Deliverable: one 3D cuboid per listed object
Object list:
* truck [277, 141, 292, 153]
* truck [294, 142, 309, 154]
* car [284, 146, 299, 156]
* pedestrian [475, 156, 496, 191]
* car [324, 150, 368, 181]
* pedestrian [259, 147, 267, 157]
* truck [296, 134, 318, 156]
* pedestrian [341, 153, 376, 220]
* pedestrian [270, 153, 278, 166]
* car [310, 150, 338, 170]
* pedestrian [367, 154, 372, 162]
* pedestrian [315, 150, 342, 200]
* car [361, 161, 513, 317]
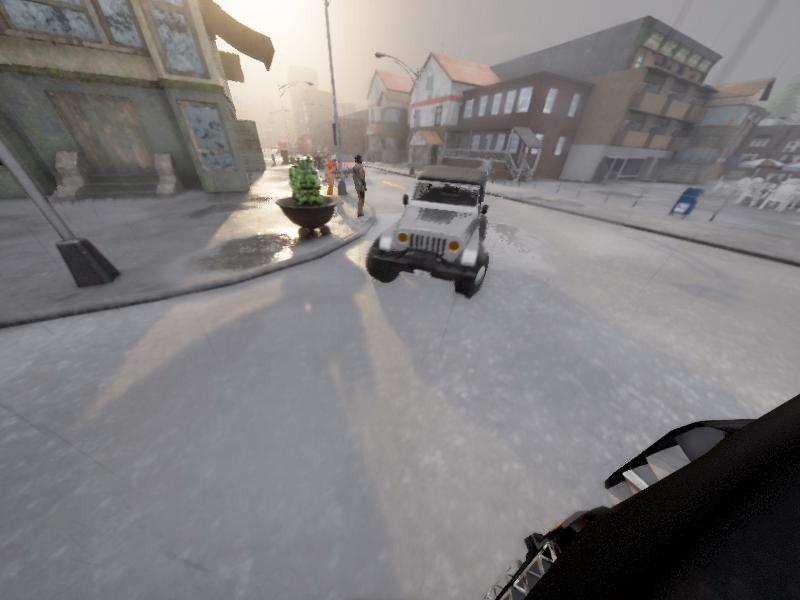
[{"bbox_3d":[-30.880,-40.900,61.760,2.627,2.467,5.204,-14,37,-23],"label":"truck"},{"bbox_3d":[-26.285,-40.625,61.660,2.627,2.467,5.204,-14,37,-23],"label":"truck"},{"bbox_3d":[-23.370,-32.055,49.693,2.038,1.542,4.974,-14,37,-23],"label":"car"},{"bbox_3d":[5.388,-7.997,14.582,0.751,1.860,0.751,17,36,21],"label":"pedestrian"},{"bbox_3d":[-4.424,-10.900,18.611,2.097,1.767,4.553,-14,37,-23],"label":"car"},{"bbox_3d":[-23.059,-24.954,38.900,0.751,1.300,0.751,-24,42,-34],"label":"pedestrian"},{"bbox_3d":[-21.658,-36.032,53.762,2.891,3.827,8.468,-14,37,-23],"label":"truck"},{"bbox_3d":[-1.348,-3.751,7.667,0.751,1.860,0.751,-19,39,-30],"label":"pedestrian"},{"bbox_3d":[-13.382,-14.895,24.462,0.500,1.100,0.500,-13,37,-23],"label":"pedestrian"},{"bbox_3d":[-8.204,-15.057,24.839,1.851,1.617,3.988,-14,37,-23],"label":"car"},{"bbox_3d":[-4.899,-22.942,37.277,0.500,1.100,0.500,-20,39,-30],"label":"pedestrian"},{"bbox_3d":[-3.109,-5.485,10.180,0.751,1.860,0.751,1,33,-2],"label":"pedestrian"},{"bbox_3d":[0.935,-1.710,4.923,1.905,1.878,3.866,13,35,13],"label":"car"}]
